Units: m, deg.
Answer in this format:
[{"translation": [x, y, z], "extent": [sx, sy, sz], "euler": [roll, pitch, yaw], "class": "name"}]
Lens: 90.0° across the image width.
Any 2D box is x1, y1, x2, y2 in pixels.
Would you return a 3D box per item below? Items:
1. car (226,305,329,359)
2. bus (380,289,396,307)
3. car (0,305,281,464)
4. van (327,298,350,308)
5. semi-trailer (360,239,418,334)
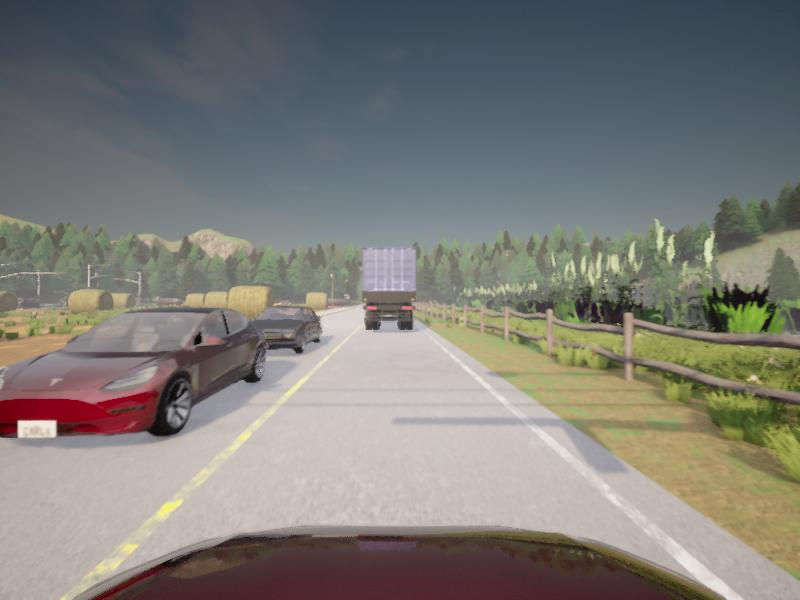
[{"translation": [-3.832, 0.901, 13.669], "extent": [2.033, 1.411, 5.357], "euler": [0, 0, -2], "class": "car"}, {"translation": [-3.116, -0.498, 103.479], "extent": [3.944, 4.253, 10.273], "euler": [0, 0, -2], "class": "bus"}, {"translation": [-3.614, 0.855, 6.300], "extent": [2.163, 1.488, 4.792], "euler": [0, 0, -2], "class": "car"}, {"translation": [-12.774, 0.668, 83.211], "extent": [4.442, 1.987, 1.775], "euler": [0, 0, -5], "class": "van"}, {"translation": [-0.693, -0.612, 25.678], "extent": [2.717, 4.402, 14.254], "euler": [0, 0, -2], "class": "semi-trailer"}]
